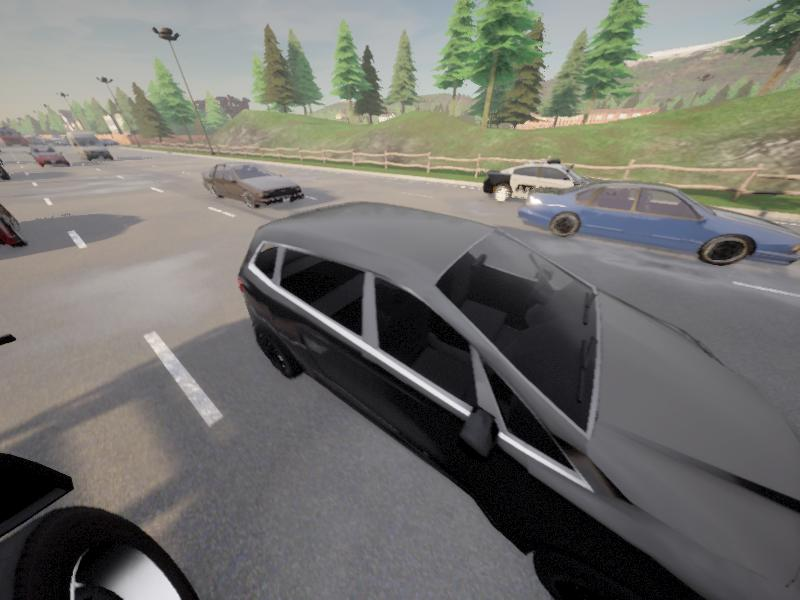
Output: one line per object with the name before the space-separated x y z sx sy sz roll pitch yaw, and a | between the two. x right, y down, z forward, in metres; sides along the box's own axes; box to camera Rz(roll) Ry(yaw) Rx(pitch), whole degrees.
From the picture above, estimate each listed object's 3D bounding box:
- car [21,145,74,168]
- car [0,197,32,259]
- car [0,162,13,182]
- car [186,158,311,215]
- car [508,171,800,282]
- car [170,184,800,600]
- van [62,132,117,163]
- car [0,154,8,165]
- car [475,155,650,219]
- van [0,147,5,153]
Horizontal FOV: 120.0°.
car | -30.739 -12.555 20.156 3.633 1.501 1.845 22 41 28
car | -10.955 -1.920 5.357 4.181 1.385 1.994 22 41 28
car | -25.767 -8.097 13.775 5.027 1.651 2.152 22 40 28
car | -6.475 -5.003 9.793 5.357 1.411 2.033 22 40 28
car | 6.098 -2.304 6.094 5.357 1.411 2.033 22 40 28
car | 0.435 0.170 2.250 4.611 1.667 2.242 22 41 28
van | -33.806 -16.680 25.131 5.915 2.561 1.988 22 41 28
car | -38.750 -13.363 21.257 4.792 1.488 2.163 22 41 28
car | 6.149 -4.842 9.502 5.238 1.638 1.930 22 41 28
van | -62.560 -23.515 34.635 6.366 2.431 2.351 22 41 28
